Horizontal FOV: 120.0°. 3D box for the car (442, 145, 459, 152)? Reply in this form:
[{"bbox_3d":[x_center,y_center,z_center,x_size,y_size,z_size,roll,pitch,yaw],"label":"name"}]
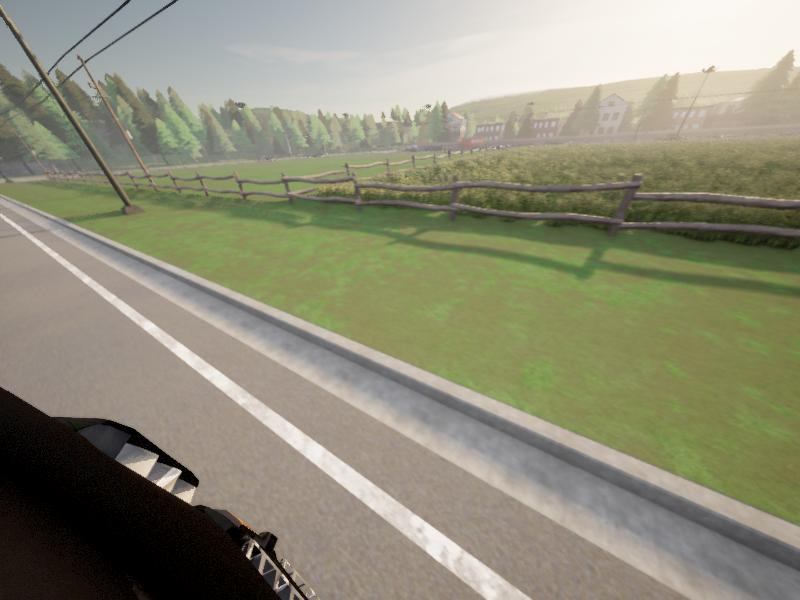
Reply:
[{"bbox_3d":[16.189,-48.651,74.192,4.611,1.667,2.242,16,38,26],"label":"car"}]

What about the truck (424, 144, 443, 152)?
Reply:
[{"bbox_3d":[11.837,-54.635,82.981,6.274,2.098,2.390,16,38,26],"label":"truck"}]

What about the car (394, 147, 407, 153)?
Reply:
[{"bbox_3d":[0.186,-60.010,92.441,5.008,1.535,1.882,16,38,26],"label":"car"}]

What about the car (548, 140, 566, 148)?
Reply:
[{"bbox_3d":[44.939,-44.860,66.310,3.988,1.617,1.851,16,38,26],"label":"car"}]

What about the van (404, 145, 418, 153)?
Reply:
[{"bbox_3d":[4.097,-54.589,83.569,4.480,2.038,2.069,16,38,26],"label":"van"}]

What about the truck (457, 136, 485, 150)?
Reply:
[{"bbox_3d":[24.233,-54.022,79.552,8.468,3.827,2.891,16,38,26],"label":"truck"}]

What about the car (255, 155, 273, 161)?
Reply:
[{"bbox_3d":[-46.023,-48.075,78.141,1.837,1.490,4.892,16,38,26],"label":"car"}]

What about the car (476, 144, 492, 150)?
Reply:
[{"bbox_3d":[27.368,-49.904,75.257,4.193,1.474,1.816,16,38,26],"label":"car"}]

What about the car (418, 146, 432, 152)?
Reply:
[{"bbox_3d":[9.843,-59.394,90.954,5.027,1.651,2.152,16,38,26],"label":"car"}]

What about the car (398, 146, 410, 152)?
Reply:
[{"bbox_3d":[1.749,-61.947,94.917,4.605,1.855,1.932,16,38,26],"label":"car"}]

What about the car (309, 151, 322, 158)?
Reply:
[{"bbox_3d":[-30.159,-52.250,82.847,1.905,1.878,3.866,16,38,26],"label":"car"}]

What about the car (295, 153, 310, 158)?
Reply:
[{"bbox_3d":[-36.283,-53.726,85.912,2.128,1.511,4.902,16,38,26],"label":"car"}]
